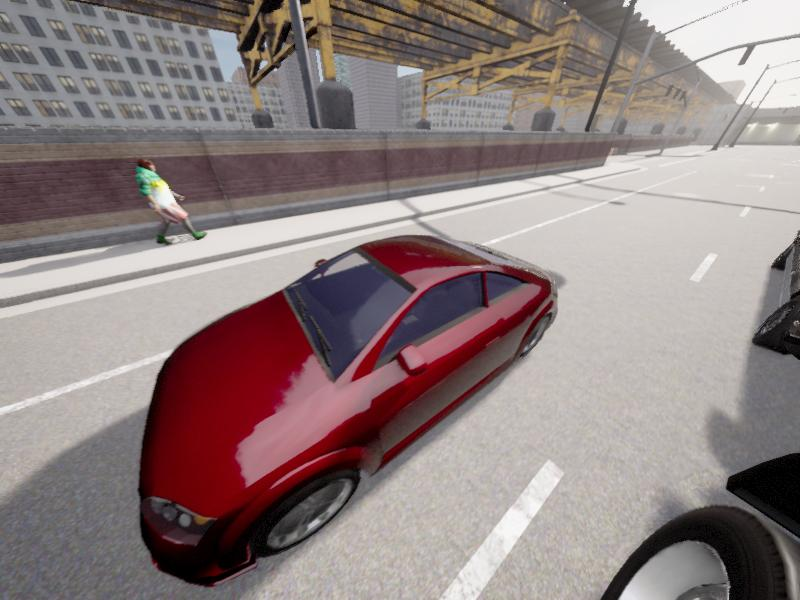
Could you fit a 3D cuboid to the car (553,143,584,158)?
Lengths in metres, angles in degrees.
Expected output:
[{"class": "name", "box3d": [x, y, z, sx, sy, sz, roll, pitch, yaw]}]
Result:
[{"class": "car", "box3d": [22.964, -20.579, 31.648, 2.038, 1.542, 4.974, 10, 36, 15]}]

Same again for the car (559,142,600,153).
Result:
[{"class": "car", "box3d": [26.841, -22.874, 34.598, 4.536, 1.218, 1.853, -4, 35, -5]}]

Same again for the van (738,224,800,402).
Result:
[{"class": "van", "box3d": [6.887, -0.707, 2.649, 5.915, 2.561, 1.988, -22, 40, -28]}]

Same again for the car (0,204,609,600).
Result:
[{"class": "car", "box3d": [-0.095, 0.178, 2.503, 4.181, 1.385, 1.994, -22, 40, -28]}]

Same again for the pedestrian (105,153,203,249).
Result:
[{"class": "pedestrian", "box3d": [-5.452, -2.246, 5.305, 0.751, 1.860, 0.751, -22, 40, -27]}]

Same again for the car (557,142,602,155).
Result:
[{"class": "car", "box3d": [26.894, -22.748, 34.694, 4.974, 1.542, 2.038, -4, 35, -5]}]
